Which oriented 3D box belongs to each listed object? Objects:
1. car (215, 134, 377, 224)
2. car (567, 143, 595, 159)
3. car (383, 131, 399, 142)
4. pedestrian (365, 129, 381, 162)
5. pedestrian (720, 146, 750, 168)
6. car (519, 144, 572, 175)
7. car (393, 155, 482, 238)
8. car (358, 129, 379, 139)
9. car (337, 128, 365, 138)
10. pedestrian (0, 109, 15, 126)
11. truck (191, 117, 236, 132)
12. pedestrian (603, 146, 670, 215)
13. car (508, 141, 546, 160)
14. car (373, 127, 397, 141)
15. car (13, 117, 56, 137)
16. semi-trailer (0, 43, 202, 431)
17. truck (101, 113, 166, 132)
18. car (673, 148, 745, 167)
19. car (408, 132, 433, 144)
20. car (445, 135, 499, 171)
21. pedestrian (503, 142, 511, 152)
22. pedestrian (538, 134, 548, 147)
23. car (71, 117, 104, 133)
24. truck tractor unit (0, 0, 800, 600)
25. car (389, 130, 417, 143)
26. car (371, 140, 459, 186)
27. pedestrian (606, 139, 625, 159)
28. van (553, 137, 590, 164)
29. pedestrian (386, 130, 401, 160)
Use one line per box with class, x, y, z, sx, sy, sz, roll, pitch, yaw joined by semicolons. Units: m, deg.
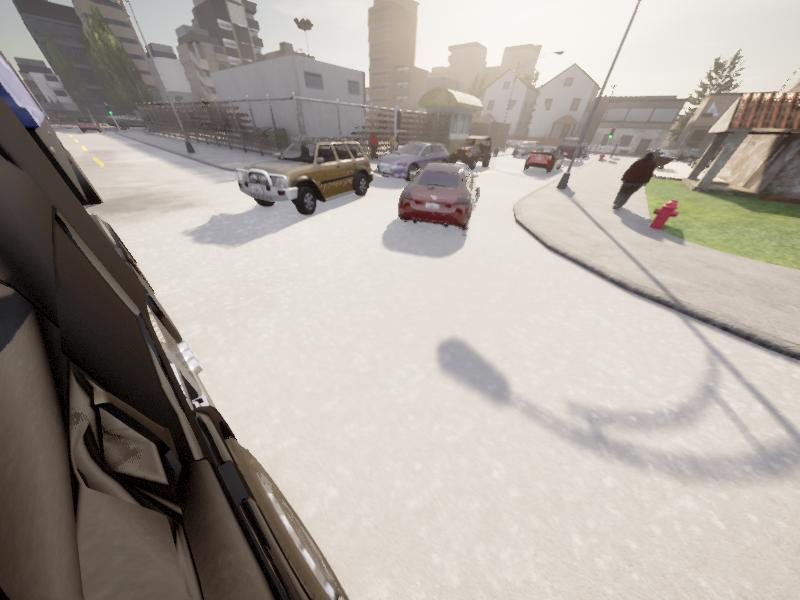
car;-2.747;-4.277;7.617;1.932;1.855;4.605;17;39;18
car;22.114;-18.226;28.181;1.816;1.474;4.193;28;44;30
car;-1.536;-27.971;39.560;1.481;1.379;2.207;28;44;30
pedestrian;-1.836;-10.780;16.143;0.751;1.860;0.751;28;44;30
pedestrian;34.594;-14.805;23.872;0.751;1.860;0.751;25;42;26
car;10.829;-10.515;17.116;2.007;1.525;4.514;28;44;30
car;1.379;-3.511;7.287;1.994;1.385;4.181;12;38;12
car;-5.956;-31.768;44.277;1.845;1.501;3.633;28;44;30
car;-9.805;-33.452;46.378;2.033;1.415;5.357;28;44;30
pedestrian;-56.149;-25.779;32.665;0.751;1.860;0.751;-24;44;-31
truck;-37.360;-35.224;46.503;2.390;2.098;6.274;28;44;30
pedestrian;7.702;-3.928;7.630;0.751;1.860;0.751;28;43;29
car;13.946;-16.418;25.212;2.128;1.511;4.902;28;43;29
car;-2.628;-29.402;41.050;1.905;1.878;3.866;28;44;30
car;-38.190;-18.141;24.167;4.193;1.474;1.816;28;43;29
semi-trailer;-8.699;-3.609;4.220;14.254;4.402;2.717;28;44;30
truck;-42.143;-28.192;36.805;2.390;2.098;6.274;28;43;30
car;36.317;-16.958;27.402;4.792;1.488;2.163;28;43;29
car;3.389;-26.423;37.752;1.816;1.474;4.193;28;44;30
car;5.157;-10.533;16.468;1.905;1.878;3.866;28;44;30
pedestrian;13.608;-19.452;29.367;0.500;1.100;0.500;-27;46;-34
pedestrian;25.538;-28.422;41.275;0.751;1.860;0.751;17;39;18
car;-41.663;-23.432;30.895;1.851;1.617;3.988;-28;47;-35
truck tractor unit;-2.645;-0.295;0.351;6.516;4.208;3.053;28;44;30
car;0.490;-27.451;38.823;2.242;1.667;4.611;28;44;30
car;0.919;-7.523;12.397;2.033;1.649;4.856;28;44;30
pedestrian;25.825;-18.139;27.746;0.751;1.860;0.751;10;37;9
van;17.332;-15.149;23.333;1.775;1.987;4.442;28;43;30
pedestrian;-0.528;-11.685;17.435;0.751;1.860;0.751;29;44;30
